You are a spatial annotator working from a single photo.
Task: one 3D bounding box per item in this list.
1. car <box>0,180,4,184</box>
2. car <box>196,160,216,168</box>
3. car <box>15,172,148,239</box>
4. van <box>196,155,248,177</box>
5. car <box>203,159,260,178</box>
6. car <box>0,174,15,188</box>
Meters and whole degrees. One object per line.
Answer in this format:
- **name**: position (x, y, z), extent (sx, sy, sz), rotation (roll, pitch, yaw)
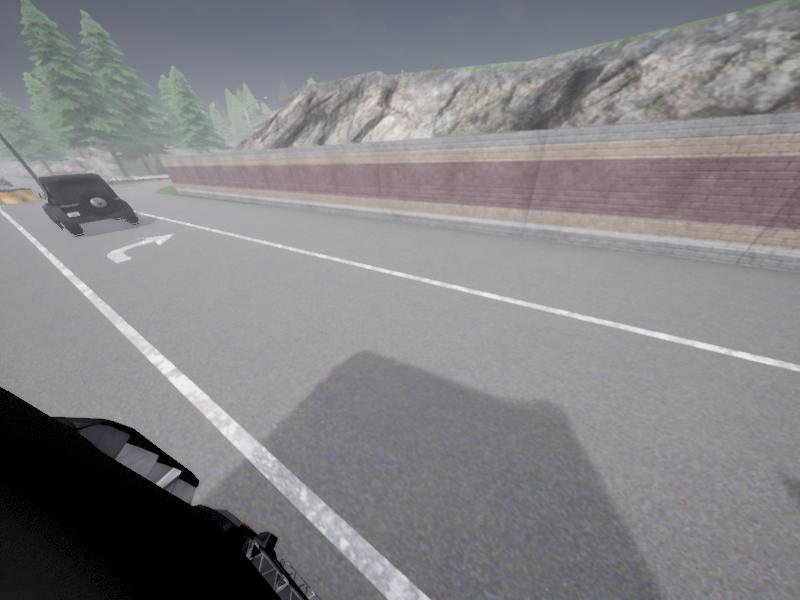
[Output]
- **car**: position (-71.814, -21.131, 40.391), extent (3.705, 1.549, 1.789), rotation (16, 38, 27)
- **car**: position (-53.354, -37.614, 63.730), extent (1.882, 1.535, 5.008), rotation (-8, 34, -6)
- **car**: position (-12.378, -3.812, 9.033), extent (3.866, 1.878, 1.905), rotation (16, 38, 27)
- **van**: position (-22.919, -17.402, 29.934), extent (2.069, 2.038, 4.480), rotation (16, 38, 27)
- **car**: position (-20.241, -15.987, 28.037), extent (2.038, 1.542, 4.974), rotation (16, 38, 27)
- **car**: position (-57.655, -16.954, 32.940), extent (4.974, 1.542, 2.038), rotation (16, 38, 27)
